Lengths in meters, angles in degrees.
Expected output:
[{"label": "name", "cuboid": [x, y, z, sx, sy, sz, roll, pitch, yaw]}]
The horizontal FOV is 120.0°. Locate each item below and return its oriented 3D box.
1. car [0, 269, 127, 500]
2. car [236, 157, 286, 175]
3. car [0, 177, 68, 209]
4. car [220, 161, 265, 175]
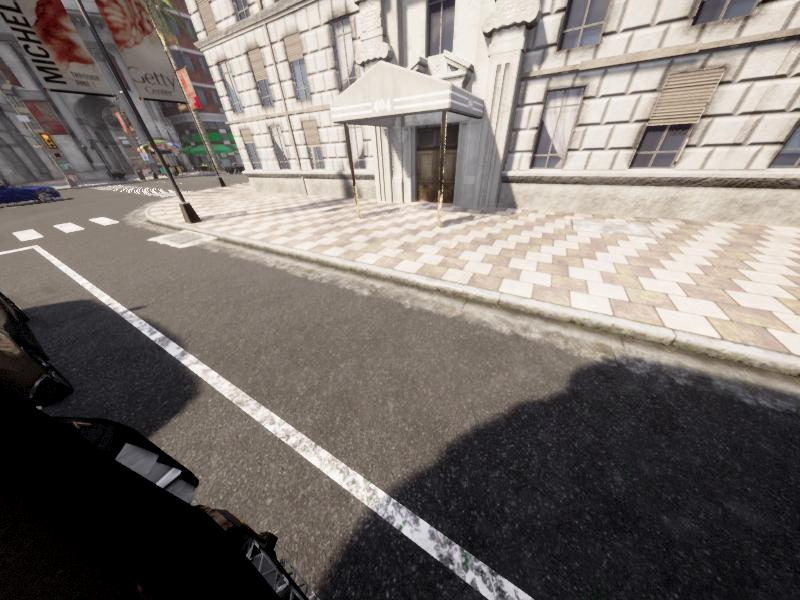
[{"label": "car", "cuboid": [-5.464, 0.514, 2.228, 4.902, 1.511, 2.128, 15, 38, 25]}, {"label": "car", "cuboid": [-18.479, -18.040, 31.053, 1.930, 1.638, 5.238, 16, 38, 26]}, {"label": "car", "cuboid": [-25.795, -6.803, 14.878, 1.812, 1.442, 4.674, 16, 38, 26]}, {"label": "car", "cuboid": [-21.805, -18.457, 32.251, 1.895, 1.301, 4.718, 16, 38, 27]}]
